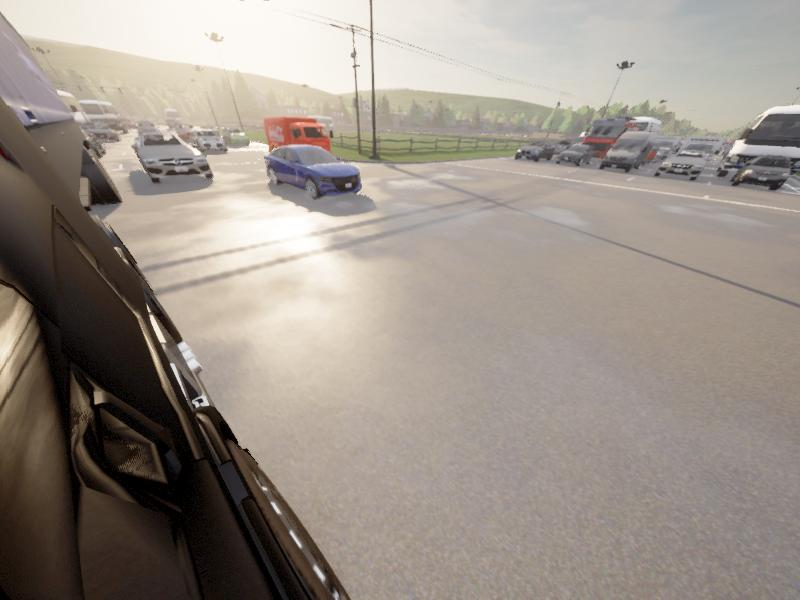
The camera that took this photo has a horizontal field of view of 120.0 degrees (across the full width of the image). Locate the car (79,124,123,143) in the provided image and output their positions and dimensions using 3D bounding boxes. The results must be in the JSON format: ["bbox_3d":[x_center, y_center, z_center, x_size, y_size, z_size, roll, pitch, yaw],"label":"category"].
[{"bbox_3d":[-29.436,-16.538,22.891,1.994,1.385,4.181,-26,45,-32],"label":"car"}]

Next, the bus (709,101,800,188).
[{"bbox_3d":[27.941,-11.654,17.309,10.273,4.253,3.944,-26,46,-33],"label":"bus"}]

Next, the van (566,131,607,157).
[{"bbox_3d":[24.744,-20.646,30.578,5.915,2.561,1.988,-26,45,-33],"label":"van"}]

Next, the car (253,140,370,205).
[{"bbox_3d":[-3.610,-5.281,9.208,5.008,1.535,1.882,31,45,32],"label":"car"}]

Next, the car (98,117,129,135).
[{"bbox_3d":[-39.965,-24.410,32.366,1.905,1.878,3.866,-26,45,-32],"label":"car"}]

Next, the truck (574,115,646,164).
[{"bbox_3d":[22.933,-17.460,25.135,8.468,3.827,2.891,-26,46,-33],"label":"truck"}]

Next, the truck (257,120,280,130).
[{"bbox_3d":[-42.162,-56.131,74.164,5.204,2.467,2.627,-26,45,-33],"label":"truck"}]

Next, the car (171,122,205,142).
[{"bbox_3d":[-25.615,-20.326,27.923,2.242,1.667,4.611,-26,45,-32],"label":"car"}]

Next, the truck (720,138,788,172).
[{"bbox_3d":[35.060,-14.617,23.150,5.204,2.467,2.627,-28,46,-33],"label":"truck"}]

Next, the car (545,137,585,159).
[{"bbox_3d":[18.964,-17.508,26.593,4.605,1.855,1.932,-26,45,-33],"label":"car"}]

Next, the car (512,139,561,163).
[{"bbox_3d":[13.388,-14.649,22.618,4.611,1.667,2.242,-27,46,-33],"label":"car"}]

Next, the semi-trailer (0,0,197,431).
[{"bbox_3d":[-8.489,-3.729,4.437,14.254,4.402,2.717,31,45,32],"label":"semi-trailer"}]

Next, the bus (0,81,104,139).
[{"bbox_3d":[-38.454,-21.175,26.152,3.944,4.253,10.273,-26,45,-33],"label":"bus"}]

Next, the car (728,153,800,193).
[{"bbox_3d":[22.143,-7.832,14.067,3.988,1.617,1.851,-26,45,-33],"label":"car"}]

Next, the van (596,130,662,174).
[{"bbox_3d":[18.458,-11.938,18.564,5.915,2.561,1.988,-26,45,-33],"label":"van"}]

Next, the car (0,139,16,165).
[{"bbox_3d":[-20.723,-7.125,10.750,1.812,1.442,4.674,-27,46,-34],"label":"car"}]

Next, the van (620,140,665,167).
[{"bbox_3d":[23.661,-14.310,22.502,4.442,1.987,1.775,-26,45,-33],"label":"van"}]

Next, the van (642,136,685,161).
[{"bbox_3d":[34.435,-19.848,30.169,6.366,2.431,2.351,-26,46,-33],"label":"van"}]

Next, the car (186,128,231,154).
[{"bbox_3d":[-15.856,-13.185,19.110,1.970,1.475,3.806,-26,45,-33],"label":"car"}]

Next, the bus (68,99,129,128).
[{"bbox_3d":[-60.873,-37.923,47.233,3.944,4.253,10.273,-20,42,-25],"label":"bus"}]

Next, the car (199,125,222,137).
[{"bbox_3d":[-29.297,-26.099,35.684,1.994,1.385,4.181,-26,45,-32],"label":"car"}]

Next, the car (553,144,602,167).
[{"bbox_3d":[16.112,-13.149,20.918,4.892,1.490,1.837,-27,46,-33],"label":"car"}]

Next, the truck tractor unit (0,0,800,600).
[{"bbox_3d":[-2.645,-0.295,0.351,6.516,4.208,3.053,28,44,30],"label":"truck tractor unit"}]

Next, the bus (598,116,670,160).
[{"bbox_3d":[31.807,-21.944,31.295,10.273,4.253,3.944,-26,45,-33],"label":"bus"}]

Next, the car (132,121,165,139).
[{"bbox_3d":[-31.766,-21.578,29.239,2.242,1.667,4.611,-26,45,-32],"label":"car"}]

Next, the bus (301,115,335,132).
[{"bbox_3d":[-29.086,-63.176,82.865,10.273,4.253,3.944,-26,45,-33],"label":"bus"}]

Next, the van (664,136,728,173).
[{"bbox_3d":[26.642,-13.179,20.796,6.366,2.431,2.351,-26,45,-33],"label":"van"}]

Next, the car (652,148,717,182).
[{"bbox_3d":[20.453,-9.781,16.562,5.027,1.651,2.152,-26,46,-33],"label":"car"}]

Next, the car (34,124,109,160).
[{"bbox_3d":[-19.959,-9.788,14.261,1.789,1.549,3.705,-27,46,-33],"label":"car"}]

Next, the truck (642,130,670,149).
[{"bbox_3d":[68.812,-43.089,62.084,8.468,3.827,2.891,-26,46,-33],"label":"truck"}]

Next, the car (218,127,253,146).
[{"bbox_3d":[-18.276,-18.153,25.570,2.007,1.525,4.514,-26,45,-32],"label":"car"}]

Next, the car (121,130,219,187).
[{"bbox_3d":[-10.494,-6.575,10.465,2.152,1.651,5.027,-29,47,-35],"label":"car"}]

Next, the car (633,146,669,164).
[{"bbox_3d":[28.525,-16.515,26.189,4.674,1.442,1.812,-27,46,-33],"label":"car"}]

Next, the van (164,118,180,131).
[{"bbox_3d":[-48.565,-37.484,49.263,1.775,1.987,4.442,-24,44,-30],"label":"van"}]

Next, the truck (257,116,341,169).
[{"bbox_3d":[-6.604,-10.422,15.134,2.627,2.467,5.204,-29,47,-35],"label":"truck"}]
